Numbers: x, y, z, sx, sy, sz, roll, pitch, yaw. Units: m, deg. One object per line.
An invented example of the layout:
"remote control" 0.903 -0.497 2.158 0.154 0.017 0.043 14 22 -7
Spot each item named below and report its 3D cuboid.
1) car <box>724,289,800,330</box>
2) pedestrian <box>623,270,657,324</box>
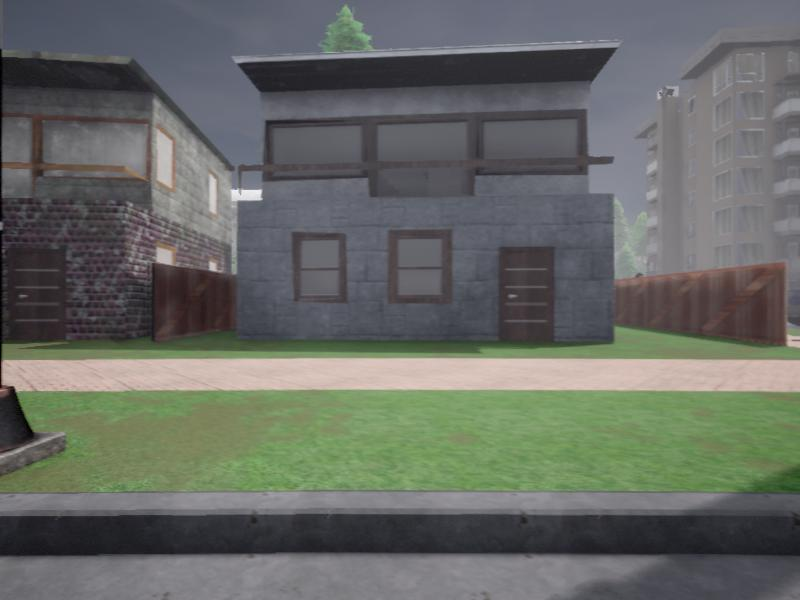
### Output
"car" 14.757 0.313 14.530 2.033 1.411 5.357 0 0 5
"pedestrian" 8.498 -0.097 14.192 0.751 1.860 0.751 0 0 3
